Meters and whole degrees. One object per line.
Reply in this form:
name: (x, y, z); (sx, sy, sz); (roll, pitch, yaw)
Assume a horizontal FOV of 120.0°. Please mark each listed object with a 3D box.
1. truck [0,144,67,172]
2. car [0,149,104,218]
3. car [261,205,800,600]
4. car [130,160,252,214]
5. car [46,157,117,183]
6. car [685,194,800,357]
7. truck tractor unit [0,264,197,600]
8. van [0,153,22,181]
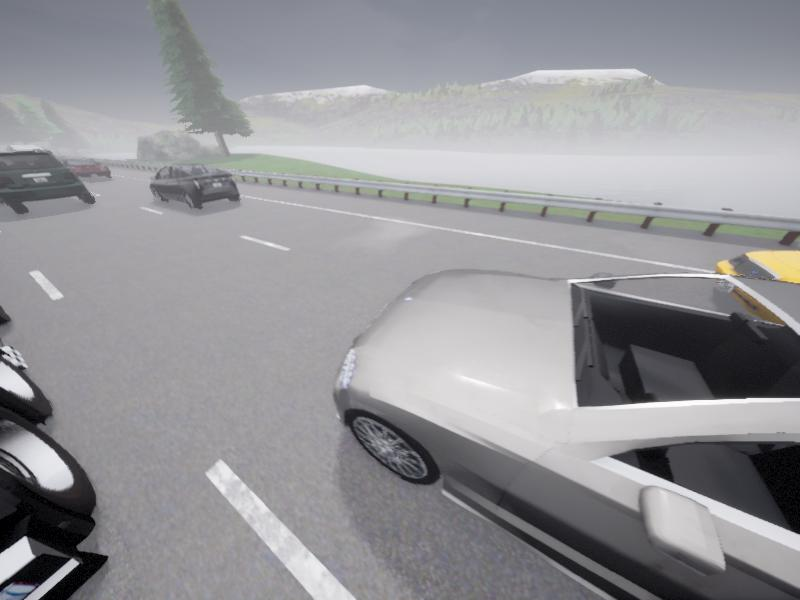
truck: (-37.047, -14.380, 23.273); (6.274, 2.098, 2.390); (18, 39, 24)
car: (-15.772, -5.158, 9.814); (5.566, 2.045, 2.150); (18, 39, 25)
car: (1.948, 0.762, 1.481); (5.027, 1.651, 2.152); (18, 39, 24)
car: (-9.082, -5.081, 10.089); (4.514, 1.525, 2.007); (18, 39, 24)
car: (-23.452, -9.644, 17.015); (4.718, 1.301, 1.895); (18, 39, 24)
car: (7.338, 0.218, 2.238); (5.366, 1.575, 1.801); (18, 39, 25)
truck tractor unit: (-5.118, -0.291, 0.787); (6.516, 4.208, 3.053); (18, 39, 24)
van: (-31.249, -10.170, 17.204); (4.480, 2.038, 2.069); (18, 39, 24)
